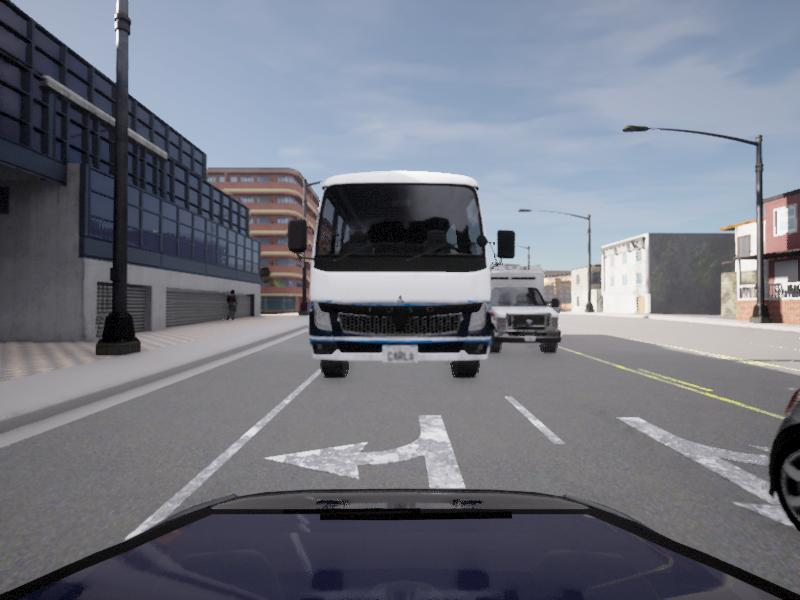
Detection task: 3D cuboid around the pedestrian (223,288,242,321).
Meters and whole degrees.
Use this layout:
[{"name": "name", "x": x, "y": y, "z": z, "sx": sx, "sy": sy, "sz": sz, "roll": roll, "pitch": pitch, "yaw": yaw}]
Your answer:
[{"name": "pedestrian", "x": -9.664, "y": 0.274, "z": 23.065, "sx": 0.751, "sy": 1.860, "sz": 0.751, "roll": 0, "pitch": -1, "yaw": 1}]

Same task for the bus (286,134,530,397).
[{"name": "bus", "x": 0.126, "y": -0.592, "z": 11.613, "sx": 3.944, "sy": 4.253, "sz": 10.273, "roll": 0, "pitch": 0, "yaw": 0}]

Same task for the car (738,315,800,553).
[{"name": "car", "x": 3.502, "y": 0.860, "z": 1.075, "sx": 1.970, "sy": 1.475, "sz": 3.806, "roll": 0, "pitch": 0, "yaw": 0}]

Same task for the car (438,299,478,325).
[{"name": "car", "x": 3.491, "y": 0.649, "z": 24.854, "sx": 1.812, "sy": 1.442, "sz": 4.674, "roll": 0, "pitch": 0, "yaw": 0}]

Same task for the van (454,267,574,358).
[{"name": "van", "x": 3.501, "y": 0.300, "z": 13.936, "sx": 2.351, "sy": 2.431, "sz": 6.366, "roll": 0, "pitch": 1, "yaw": 0}]
